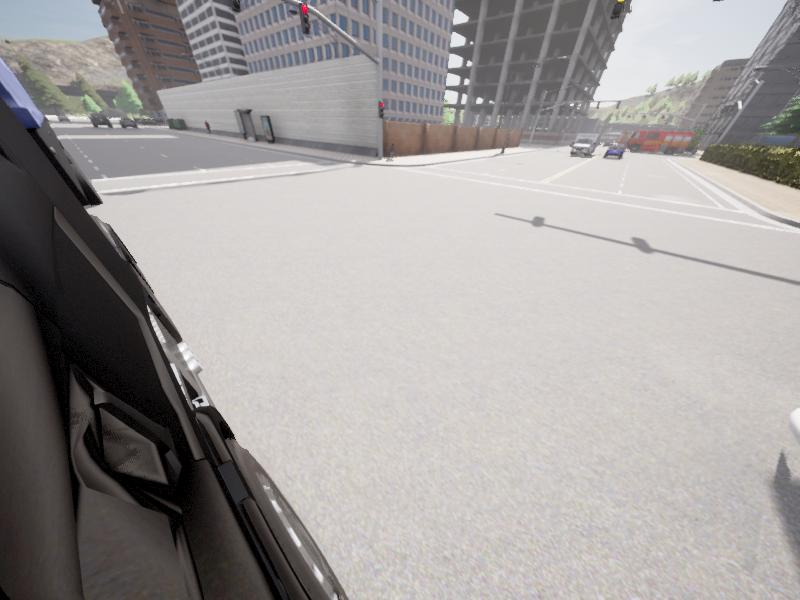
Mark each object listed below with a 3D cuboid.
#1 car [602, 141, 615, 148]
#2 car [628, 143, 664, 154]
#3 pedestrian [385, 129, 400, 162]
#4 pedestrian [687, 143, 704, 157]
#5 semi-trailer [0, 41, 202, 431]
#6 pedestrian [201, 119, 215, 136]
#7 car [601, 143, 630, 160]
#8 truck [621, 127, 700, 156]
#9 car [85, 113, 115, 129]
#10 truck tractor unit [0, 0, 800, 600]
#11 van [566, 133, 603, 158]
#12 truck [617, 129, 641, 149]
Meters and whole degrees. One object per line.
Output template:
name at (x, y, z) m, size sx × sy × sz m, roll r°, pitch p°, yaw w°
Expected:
car at (55.069, -41.115, 60.916) m, size 1.895 × 1.301 × 4.718 m, roll 28°, pitch 44°, yaw 30°
car at (48.099, -29.787, 45.360) m, size 4.718 × 1.301 × 1.895 m, roll 27°, pitch 43°, yaw 29°
pedestrian at (-0.536, -11.042, 16.542) m, size 0.751 × 1.860 × 0.751 m, roll -29°, pitch 47°, yaw -35°
pedestrian at (48.250, -24.447, 37.738) m, size 0.751 × 1.860 × 0.751 m, roll -11°, pitch 39°, yaw -17°
semi-trailer at (-8.704, -3.604, 4.218) m, size 14.254 × 4.402 × 2.717 m, roll 28°, pitch 44°, yaw 30°
pedestrian at (-27.313, -24.562, 32.852) m, size 0.751 × 1.860 × 0.751 m, roll 31°, pitch 45°, yaw 32°
car at (27.872, -19.205, 29.794) m, size 2.007 × 1.525 × 4.514 m, roll 29°, pitch 44°, yaw 31°
truck at (46.662, -28.867, 41.935) m, size 8.468 × 3.827 × 2.891 m, roll 27°, pitch 43°, yaw 29°
car at (-54.428, -32.496, 41.900) m, size 5.566 × 2.045 × 2.150 m, roll 28°, pitch 44°, yaw 30°
truck tractor unit at (-2.645, -0.295, 0.351) m, size 6.516 × 4.208 × 3.053 m, roll 28°, pitch 44°, yaw 30°
van at (24.326, -20.381, 30.391) m, size 2.351 × 2.431 × 6.366 m, roll 28°, pitch 44°, yaw 30°
truck at (59.712, -42.011, 60.293) m, size 2.891 × 3.827 × 8.468 m, roll 28°, pitch 44°, yaw 30°
